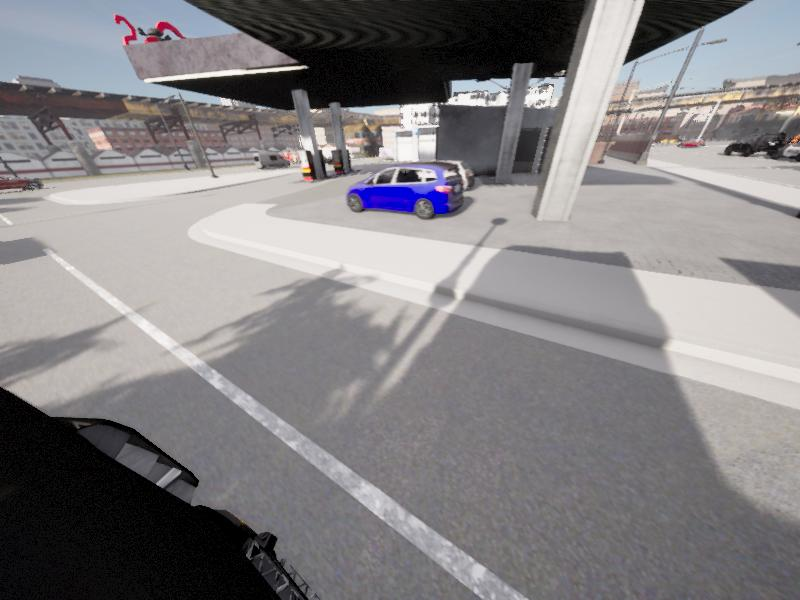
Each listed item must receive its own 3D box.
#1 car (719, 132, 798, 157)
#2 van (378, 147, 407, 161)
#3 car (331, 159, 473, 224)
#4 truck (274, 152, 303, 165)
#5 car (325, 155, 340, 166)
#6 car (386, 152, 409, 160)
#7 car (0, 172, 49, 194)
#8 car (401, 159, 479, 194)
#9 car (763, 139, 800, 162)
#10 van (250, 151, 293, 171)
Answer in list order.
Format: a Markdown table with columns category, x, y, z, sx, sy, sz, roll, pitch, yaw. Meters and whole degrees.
| category | x | y | z | sx | sy | sz | roll | pitch | yaw |
| --- | --- | --- | --- | --- | --- | --- | --- | --- | --- |
| car | 38.974 | -17.061 | 25.427 | 2.150 | 2.045 | 5.566 | 14 | 37 | 24 |
| van | -1.709 | -33.855 | 53.578 | 6.366 | 2.431 | 2.351 | -9 | 34 | -10 |
| car | 0.031 | -4.254 | 8.761 | 4.611 | 1.667 | 2.242 | 16 | 38 | 26 |
| truck | -26.908 | -34.169 | 55.793 | 5.204 | 2.467 | 2.627 | -29 | 41 | -34 |
| car | -12.806 | -26.663 | 44.104 | 1.930 | 1.638 | 5.238 | -5 | 34 | -4 |
| car | -0.559 | -35.590 | 57.081 | 5.357 | 1.411 | 2.033 | -6 | 33 | -5 |
| car | -39.821 | -11.501 | 22.891 | 2.152 | 1.651 | 5.027 | 9 | 35 | 17 |
| car | 2.240 | -7.129 | 13.286 | 3.806 | 1.475 | 1.970 | 16 | 38 | 26 |
| car | 35.107 | -12.932 | 19.870 | 2.038 | 1.542 | 4.974 | 14 | 37 | 24 |
| van | -22.634 | -24.747 | 41.058 | 1.988 | 2.561 | 5.915 | 17 | 38 | 27 |
